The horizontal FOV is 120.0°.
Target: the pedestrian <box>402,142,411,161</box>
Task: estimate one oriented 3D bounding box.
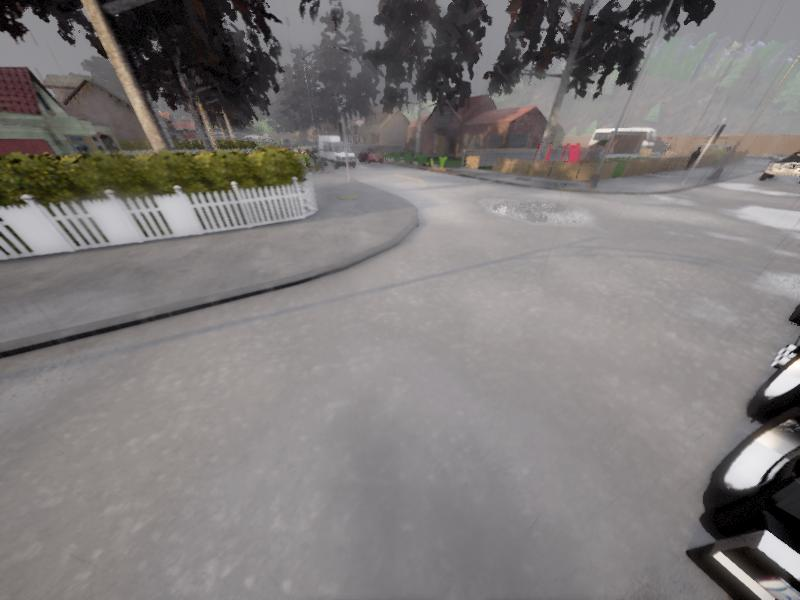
[{"bbox_3d":[0.813,-17.872,27.850,0.751,1.860,0.751,-18,39,-24],"label":"pedestrian"}]

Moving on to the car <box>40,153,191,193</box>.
[{"bbox_3d":[-13.382,-6.370,11.389,4.181,1.381,1.994,-18,39,-24],"label":"car"}]

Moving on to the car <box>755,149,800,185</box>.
[{"bbox_3d":[27.080,-9.139,15.731,4.605,1.855,1.932,-18,39,-24],"label":"car"}]

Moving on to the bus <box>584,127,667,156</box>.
[{"bbox_3d":[43.824,-31.269,45.612,3.944,4.253,10.273,-18,39,-24],"label":"bus"}]

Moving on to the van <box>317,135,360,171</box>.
[{"bbox_3d":[-6.071,-14.305,22.304,1.988,2.561,5.915,-18,39,-24],"label":"van"}]

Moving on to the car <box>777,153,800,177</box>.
[{"bbox_3d":[33.906,-11.206,19.098,4.892,1.490,1.837,-18,39,-24],"label":"car"}]

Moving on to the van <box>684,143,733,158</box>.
[{"bbox_3d":[52.899,-25.757,39.745,1.775,1.987,4.442,-18,39,-24],"label":"van"}]

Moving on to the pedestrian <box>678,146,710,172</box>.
[{"bbox_3d":[24.492,-11.780,19.297,0.751,1.860,0.751,-18,39,-25],"label":"pedestrian"}]

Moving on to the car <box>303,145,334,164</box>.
[{"bbox_3d":[-9.904,-17.737,27.998,2.152,1.651,5.027,-18,39,-24],"label":"car"}]

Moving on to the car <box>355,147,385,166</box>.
[{"bbox_3d":[-3.309,-15.712,25.227,1.845,1.501,3.633,-18,39,-24],"label":"car"}]

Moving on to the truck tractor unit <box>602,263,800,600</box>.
[{"bbox_3d":[5.109,-0.302,0.783,6.516,4.208,3.053,-18,39,-24],"label":"truck tractor unit"}]

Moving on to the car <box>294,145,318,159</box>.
[{"bbox_3d":[-13.503,-21.282,33.100,1.801,1.575,5.366,-18,39,-24],"label":"car"}]
